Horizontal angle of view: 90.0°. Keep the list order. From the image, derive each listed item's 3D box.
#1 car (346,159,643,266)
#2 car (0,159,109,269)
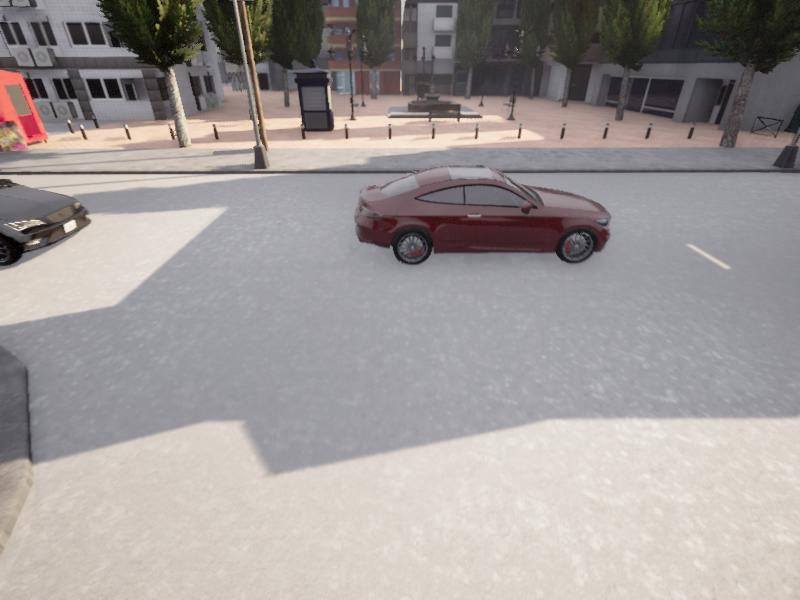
[{"bbox_3d":[1.483,-1.679,7.435,4.674,1.442,1.812,0,30,-1],"label":"car"},{"bbox_3d":[-8.252,-1.626,7.310,4.193,1.474,1.816,0,30,-1],"label":"car"}]
